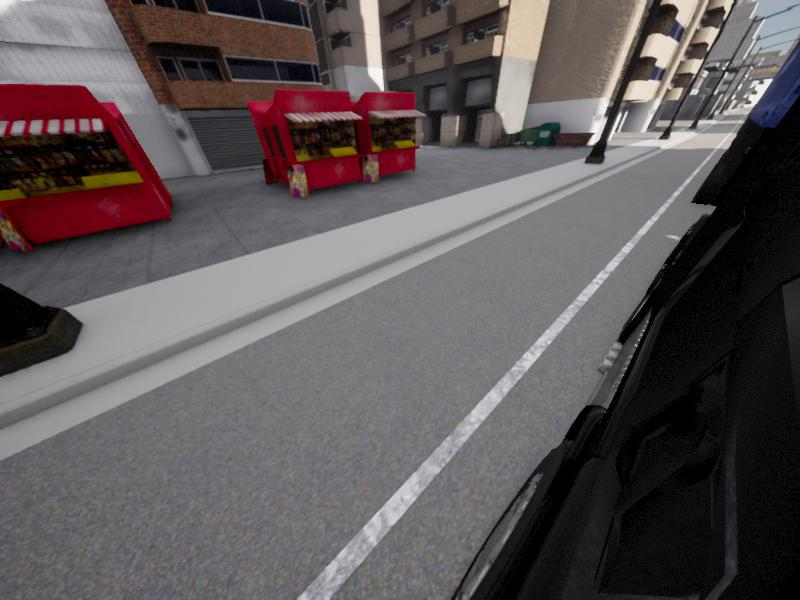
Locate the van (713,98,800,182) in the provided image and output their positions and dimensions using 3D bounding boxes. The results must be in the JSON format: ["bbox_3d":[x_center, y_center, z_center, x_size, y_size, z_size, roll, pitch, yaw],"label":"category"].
[{"bbox_3d":[16.414,-7.017,9.917,6.366,2.431,2.351,-29,44,-30],"label":"van"}]

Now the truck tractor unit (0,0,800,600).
[{"bbox_3d":[2.645,-0.295,0.351,6.516,4.208,3.053,-28,44,-30],"label":"truck tractor unit"}]

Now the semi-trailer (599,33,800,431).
[{"bbox_3d":[8.643,-3.649,4.270,14.254,4.402,2.717,-29,44,-30],"label":"semi-trailer"}]

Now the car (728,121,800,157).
[{"bbox_3d":[22.727,-10.059,14.322,4.902,1.511,2.128,-28,44,-30],"label":"car"}]
